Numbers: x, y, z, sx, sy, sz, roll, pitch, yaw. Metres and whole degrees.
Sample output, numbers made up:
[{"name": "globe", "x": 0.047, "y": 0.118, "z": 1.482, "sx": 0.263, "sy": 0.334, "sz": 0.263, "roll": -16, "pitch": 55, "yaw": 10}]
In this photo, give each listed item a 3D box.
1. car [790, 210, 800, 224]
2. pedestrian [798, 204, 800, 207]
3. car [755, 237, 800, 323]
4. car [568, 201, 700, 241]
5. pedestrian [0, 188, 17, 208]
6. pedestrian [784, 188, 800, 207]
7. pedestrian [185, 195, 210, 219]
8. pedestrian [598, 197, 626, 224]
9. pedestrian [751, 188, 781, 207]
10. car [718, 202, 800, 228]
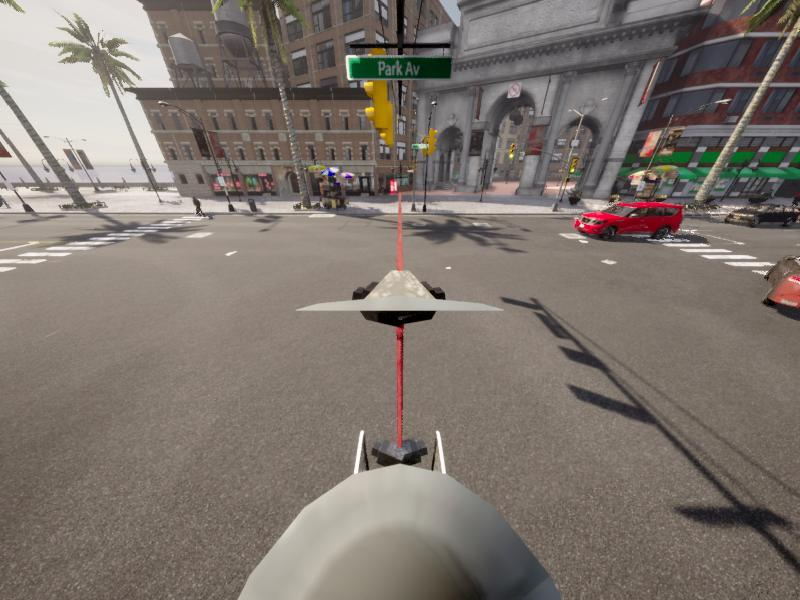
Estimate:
[{"name": "car", "x": 34.465, "y": -6.633, "z": 17.701, "sx": 4.553, "sy": 1.767, "sz": 2.097, "roll": 0, "pitch": 30, "yaw": 1}, {"name": "pedestrian", "x": 44.273, "y": -10.907, "z": 24.684, "sx": 0.751, "sy": 1.860, "sz": 0.751, "roll": 3, "pitch": 30, "yaw": 5}, {"name": "car", "x": 14.088, "y": -0.624, "z": 7.462, "sx": 5.027, "sy": 1.651, "sz": 2.152, "roll": -19, "pitch": 35, "yaw": -29}, {"name": "car", "x": 14.603, "y": -5.110, "z": 14.813, "sx": 5.566, "sy": 2.045, "sz": 2.150, "roll": 0, "pitch": 30, "yaw": 0}, {"name": "pedestrian", "x": -42.073, "y": -10.695, "z": 24.317, "sx": 0.751, "sy": 1.860, "sz": 0.751, "roll": -4, "pitch": 30, "yaw": -7}, {"name": "pedestrian", "x": 43.352, "y": -11.115, "z": 25.044, "sx": 0.751, "sy": 1.860, "sz": 0.751, "roll": 2, "pitch": 30, "yaw": 3}, {"name": "pedestrian", "x": -17.670, "y": -8.147, "z": 20.208, "sx": 0.751, "sy": 1.860, "sz": 0.751, "roll": 1, "pitch": 30, "yaw": 1}, {"name": "pedestrian", "x": 16.947, "y": -7.163, "z": 18.503, "sx": 0.751, "sy": 1.860, "sz": 0.751, "roll": -5, "pitch": 30, "yaw": -8}, {"name": "pedestrian", "x": 39.461, "y": -11.057, "z": 24.943, "sx": 0.751, "sy": 1.860, "sz": 0.751, "roll": -2, "pitch": 30, "yaw": -4}, {"name": "car", "x": 28.046, "y": -6.582, "z": 17.853, "sx": 3.705, "sy": 1.549, "sz": 1.789, "roll": 0, "pitch": 30, "yaw": 0}]
